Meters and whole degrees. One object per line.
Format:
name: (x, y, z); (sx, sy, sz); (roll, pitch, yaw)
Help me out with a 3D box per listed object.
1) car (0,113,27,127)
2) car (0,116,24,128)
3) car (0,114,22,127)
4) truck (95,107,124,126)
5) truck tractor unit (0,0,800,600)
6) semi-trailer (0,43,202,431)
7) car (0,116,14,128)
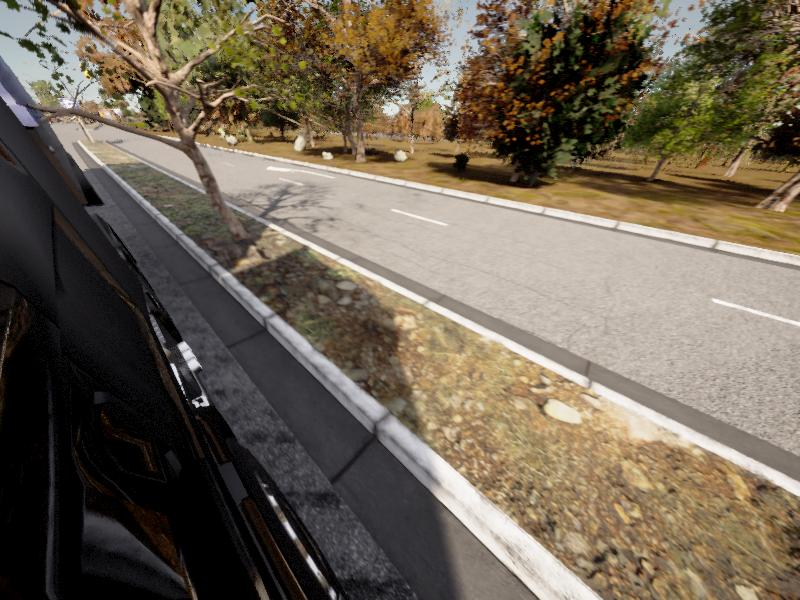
car: (-71.936, -32.431, 41.512); (1.878, 1.987, 4.442); (17, 40, 20)
car: (-67.712, -29.594, 38.291); (1.946, 1.575, 5.366); (17, 40, 19)
car: (-69.909, -30.920, 39.758); (2.185, 1.767, 4.553); (17, 40, 20)
truck: (-79.478, -50.220, 63.399); (2.891, 3.827, 8.468); (-26, 45, -32)
truck tractor unit: (-2.645, -0.295, 0.352); (6.516, 4.208, 3.053); (28, 44, 30)
semi-trailer: (-8.712, -3.572, 4.247); (14.254, 4.402, 2.717); (28, 44, 30)
car: (-65.835, -28.071, 36.413); (2.163, 1.488, 4.792); (17, 40, 19)
